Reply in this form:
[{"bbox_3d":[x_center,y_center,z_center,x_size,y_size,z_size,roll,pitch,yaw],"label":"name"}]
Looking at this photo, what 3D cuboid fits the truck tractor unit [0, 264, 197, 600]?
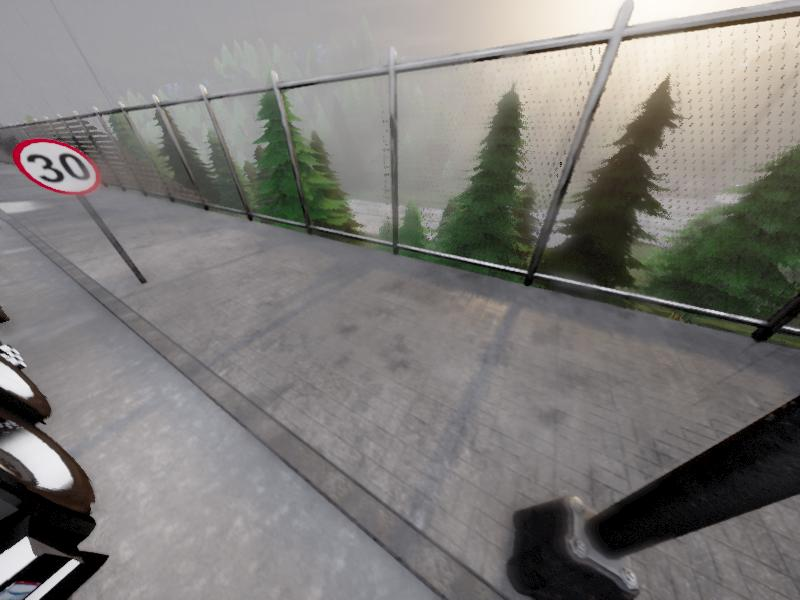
[{"bbox_3d":[-5.110,-0.302,0.773,6.516,4.208,3.053,18,39,24],"label":"truck tractor unit"}]
